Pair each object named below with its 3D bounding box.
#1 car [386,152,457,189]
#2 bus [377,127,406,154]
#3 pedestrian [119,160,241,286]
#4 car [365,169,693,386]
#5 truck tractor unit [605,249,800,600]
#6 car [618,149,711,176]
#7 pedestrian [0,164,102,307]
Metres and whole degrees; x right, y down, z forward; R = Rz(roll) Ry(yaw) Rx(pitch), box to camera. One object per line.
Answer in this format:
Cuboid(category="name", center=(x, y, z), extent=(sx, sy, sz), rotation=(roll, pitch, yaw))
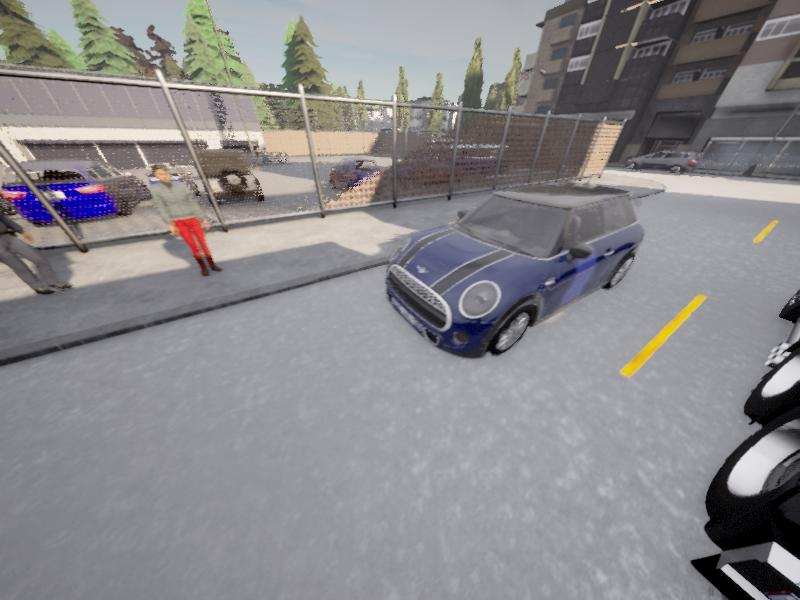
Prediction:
Cuboid(category="car", center=(1.251, -7.737, 13.666), extent=(3.705, 1.547, 1.789), rotation=(-19, 39, -26))
Cuboid(category="bus", center=(-1.548, -34.178, 49.397), extent=(3.944, 4.253, 10.273), rotation=(5, 36, 10))
Cuboid(category="pedestrian", center=(-3.684, -1.315, 4.016), extent=(0.751, 1.860, 0.751), rotation=(27, 43, 33))
Cuboid(category="car", center=(2.022, -0.945, 3.811), extent=(4.553, 1.767, 2.097), rotation=(-19, 39, -26))
Cuboid(category="truck tractor unit", center=(5.082, -0.329, 0.818), extent=(6.516, 4.208, 3.053), rotation=(-19, 39, -25))
Cuboid(category="car", center=(22.529, -11.982, 19.952), extent=(2.242, 1.667, 4.611), rotation=(-19, 39, -26))
Cuboid(category="pedestrian", center=(-5.812, -0.882, 3.377), extent=(0.751, 1.860, 0.751), rotation=(2, 35, 3))
